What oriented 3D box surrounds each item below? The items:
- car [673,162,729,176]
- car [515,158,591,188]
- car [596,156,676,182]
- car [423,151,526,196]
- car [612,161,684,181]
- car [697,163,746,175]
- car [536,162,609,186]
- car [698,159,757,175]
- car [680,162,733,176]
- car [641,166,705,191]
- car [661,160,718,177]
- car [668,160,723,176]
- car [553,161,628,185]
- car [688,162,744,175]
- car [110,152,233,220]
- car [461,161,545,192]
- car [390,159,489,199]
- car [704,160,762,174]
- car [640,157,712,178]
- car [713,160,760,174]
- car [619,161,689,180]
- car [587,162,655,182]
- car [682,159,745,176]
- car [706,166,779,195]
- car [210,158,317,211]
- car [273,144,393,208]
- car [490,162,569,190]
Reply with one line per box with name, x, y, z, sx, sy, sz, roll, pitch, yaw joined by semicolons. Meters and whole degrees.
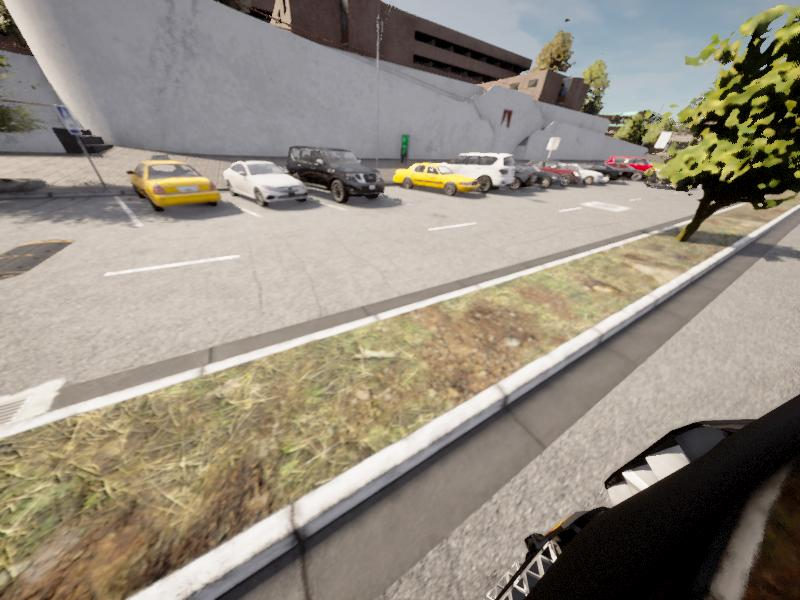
car;46.186;-20.269;35.633;4.892;1.521;2.231;26;40;32
car;12.329;-10.500;18.869;4.553;1.767;2.185;26;40;32
car;25.398;-14.412;25.181;5.566;2.045;2.435;26;40;32
car;4.518;-8.333;14.928;5.566;2.045;2.435;26;40;32
car;28.114;-14.909;26.513;5.366;1.575;1.946;26;40;32
car;56.609;-23.215;40.811;4.674;1.452;2.002;26;40;32
car;14.950;-11.113;20.228;4.674;1.452;2.002;26;40;32
car;59.207;-24.214;41.958;5.566;2.045;2.435;26;40;32
car;48.765;-20.999;36.947;4.792;1.488;2.163;26;40;32
car;22.615;-10.120;19.142;4.892;1.490;1.837;-17;38;-25
car;41.009;-18.856;32.956;4.553;1.767;2.185;26;40;32
car;43.567;-19.634;34.285;4.553;1.767;2.185;26;40;32
car;17.558;-11.907;21.481;5.008;1.535;2.097;26;41;32
car;53.857;-22.578;39.599;5.366;1.575;1.946;26;40;32
car;-8.634;-4.483;8.643;5.366;1.575;1.946;26;40;32
car;7.110;-8.850;16.372;4.792;1.488;2.163;26;40;32
car;2.069;-7.300;13.660;5.366;1.575;1.946;26;40;32
car;61.875;-24.935;43.217;5.566;2.045;2.435;26;40;32
car;35.758;-17.472;30.338;5.566;2.045;2.435;26;41;32
car;64.564;-25.614;44.459;4.442;1.987;1.878;26;40;32
car;30.428;-15.806;27.989;5.366;1.575;1.946;26;40;32
car;22.787;-13.411;24.051;4.792;1.488;2.163;26;40;32
car;51.379;-21.981;38.087;5.566;2.045;2.435;26;40;32
car;27.820;-9.789;18.787;4.611;1.667;2.242;-16;38;-25
car;-5.888;-5.116;9.882;4.674;1.452;2.002;26;39;32
car;-3.245;-6.082;11.013;5.566;2.045;2.435;26;39;32
car;9.745;-9.589;17.662;4.674;1.452;2.002;26;40;32
